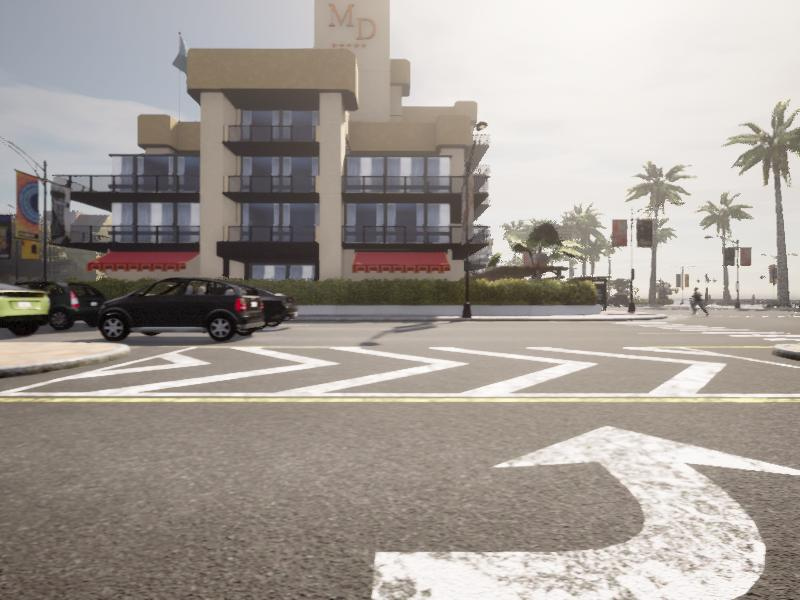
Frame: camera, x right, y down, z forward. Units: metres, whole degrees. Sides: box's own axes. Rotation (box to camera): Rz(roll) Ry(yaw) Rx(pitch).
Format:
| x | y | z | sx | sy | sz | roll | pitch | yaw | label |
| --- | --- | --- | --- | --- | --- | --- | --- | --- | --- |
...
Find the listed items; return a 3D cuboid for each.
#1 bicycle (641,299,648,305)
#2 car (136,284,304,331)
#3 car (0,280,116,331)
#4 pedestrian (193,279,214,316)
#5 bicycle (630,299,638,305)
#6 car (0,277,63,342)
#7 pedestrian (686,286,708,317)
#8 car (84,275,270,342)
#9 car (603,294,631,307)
| x | y | z | sx | sy | sz | roll | pitch | yaw | label |
| --- | --- | --- | --- | --- | --- | --- | --- | --- | --- |
| 45.771 | 0.404 | 74.821 | 0.373 | 1.024 | 1.643 | 0 | 0 | 0 | bicycle |
| -5.965 | 0.234 | 13.672 | 4.892 | 1.490 | 1.837 | 0 | 0 | 0 | car |
| -12.328 | 0.169 | 13.649 | 3.988 | 1.617 | 1.851 | 0 | 0 | 0 | car |
| -10.246 | -0.131 | 20.882 | 0.751 | 1.860 | 0.751 | 0 | 0 | 0 | pedestrian |
| 43.759 | 0.401 | 74.807 | 0.373 | 1.024 | 1.643 | 0 | 0 | 0 | bicycle |
| -11.647 | 0.210 | 10.142 | 4.514 | 1.525 | 2.007 | 0 | 0 | 0 | car |
| 18.058 | 0.062 | 24.321 | 0.751 | 1.860 | 0.751 | 0 | 0 | 1 | pedestrian |
| -5.464 | 0.205 | 10.174 | 3.705 | 1.549 | 1.789 | 0 | 0 | 0 | car |
| 31.552 | 0.091 | 58.265 | 1.905 | 1.878 | 3.866 | 0 | 0 | 0 | car |
